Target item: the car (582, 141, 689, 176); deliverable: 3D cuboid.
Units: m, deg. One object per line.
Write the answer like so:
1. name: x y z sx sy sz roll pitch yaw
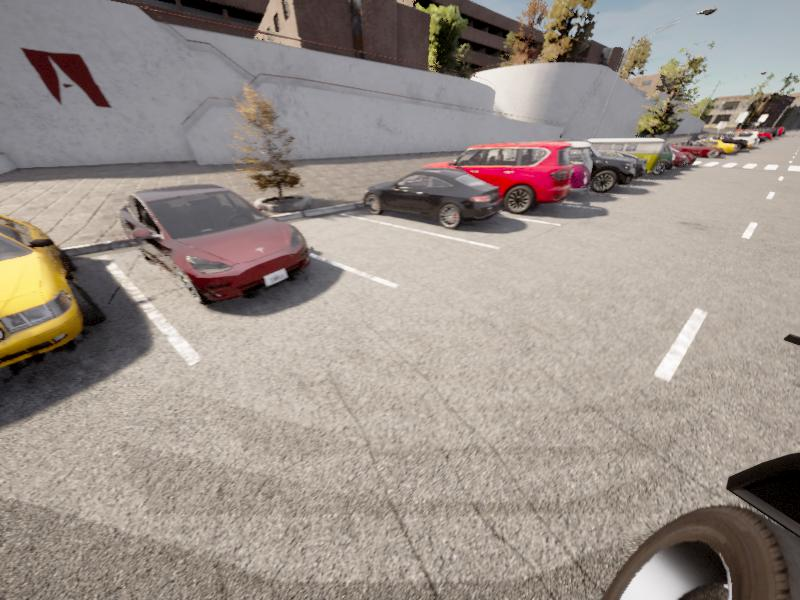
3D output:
1. car: 15.531 -9.696 15.688 4.553 1.767 2.185 21 41 29

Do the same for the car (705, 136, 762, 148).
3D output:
1. car: 52.403 -25.006 36.490 4.674 1.452 2.002 21 41 29

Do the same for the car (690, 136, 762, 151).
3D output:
1. car: 45.169 -21.846 32.266 5.366 1.575 1.946 21 41 29

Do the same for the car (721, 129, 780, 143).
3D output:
1. car: 67.172 -31.585 44.455 5.566 2.045 2.435 21 41 29

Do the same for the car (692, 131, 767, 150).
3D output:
1. car: 47.448 -23.155 33.594 5.566 2.045 2.435 21 41 29

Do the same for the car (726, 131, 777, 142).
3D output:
1. car: 71.914 -33.556 47.413 5.366 1.575 1.946 21 41 29

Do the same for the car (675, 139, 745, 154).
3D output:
1. car: 37.633 -18.769 28.251 4.674 1.452 2.002 21 40 29

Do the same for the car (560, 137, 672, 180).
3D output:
1. car: 12.963 -8.808 14.324 4.442 1.987 1.878 21 41 29

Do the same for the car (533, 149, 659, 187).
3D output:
1. car: 10.624 -7.569 13.020 4.892 1.521 2.231 21 41 29

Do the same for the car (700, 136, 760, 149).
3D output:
1. car: 49.912 -23.971 35.122 4.792 1.488 2.163 21 41 29

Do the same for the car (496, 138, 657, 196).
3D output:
1. car: 8.198 -6.758 11.494 5.566 2.045 2.435 21 40 29

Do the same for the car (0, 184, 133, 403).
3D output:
1. car: -6.342 -0.447 3.276 5.366 1.575 1.946 21 40 29

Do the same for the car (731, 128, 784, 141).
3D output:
1. car: 76.950 -35.813 49.913 5.566 2.045 2.435 21 42 29

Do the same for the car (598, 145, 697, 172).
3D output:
1. car: 17.955 -10.583 17.170 4.674 1.452 2.002 21 41 29

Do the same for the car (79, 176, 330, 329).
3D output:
1. car: -4.026 -1.469 4.753 4.792 1.488 2.163 21 40 29

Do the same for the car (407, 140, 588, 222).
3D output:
1. car: 3.255 -4.741 8.762 5.566 2.045 2.435 21 41 29

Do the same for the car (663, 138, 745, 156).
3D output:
1. car: 35.019 -17.830 26.926 5.366 1.575 1.946 21 41 29

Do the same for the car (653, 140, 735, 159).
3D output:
1. car: 30.278 -15.695 24.080 4.792 1.488 2.163 21 40 29

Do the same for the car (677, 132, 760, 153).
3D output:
1. car: 40.119 -20.026 29.452 5.566 2.045 2.435 21 40 29

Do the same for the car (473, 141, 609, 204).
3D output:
1. car: 5.826 -5.694 10.090 4.442 1.987 1.878 21 40 29

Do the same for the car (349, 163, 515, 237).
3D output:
1. car: 0.842 -3.482 7.535 4.674 1.452 2.002 21 41 29

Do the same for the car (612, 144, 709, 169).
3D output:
1. car: 20.441 -11.609 18.542 4.792 1.488 2.163 21 40 29
